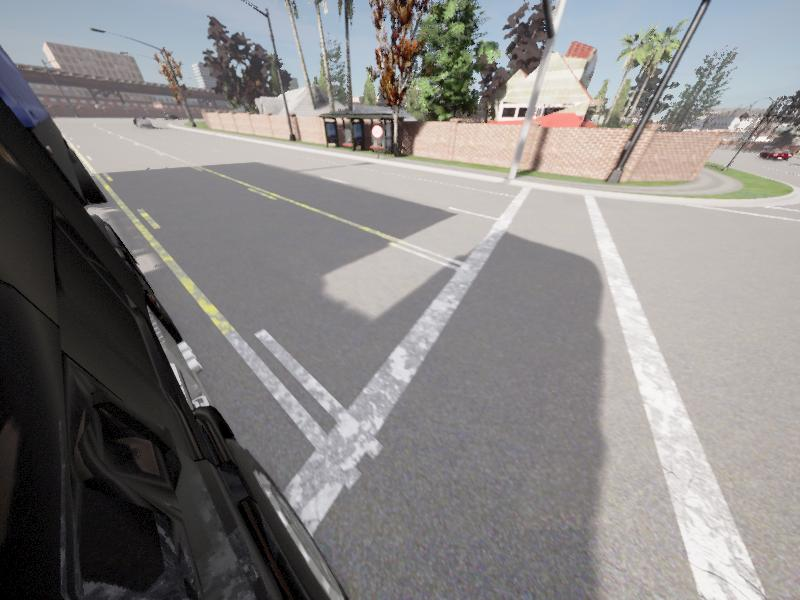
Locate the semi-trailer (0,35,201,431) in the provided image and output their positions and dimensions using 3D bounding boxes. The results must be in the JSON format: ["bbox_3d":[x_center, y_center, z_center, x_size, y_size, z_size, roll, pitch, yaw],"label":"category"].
[{"bbox_3d":[-8.656,-3.644,4.254,14.254,4.402,2.717,29,44,30],"label":"semi-trailer"}]

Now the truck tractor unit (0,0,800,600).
[{"bbox_3d":[-2.645,-0.295,0.351,6.516,4.208,3.053,28,44,30],"label":"truck tractor unit"}]

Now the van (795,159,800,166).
[{"bbox_3d":[46.176,-15.397,24.879,1.775,1.987,4.442,25,42,27],"label":"van"}]

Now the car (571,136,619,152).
[{"bbox_3d":[28.706,-23.081,34.143,5.027,1.636,2.152,26,43,29],"label":"car"}]

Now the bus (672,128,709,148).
[{"bbox_3d":[82.726,-46.313,66.134,3.944,4.253,10.273,26,43,29],"label":"bus"}]

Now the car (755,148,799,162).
[{"bbox_3d":[54.467,-21.108,33.502,1.895,1.301,4.718,27,43,29],"label":"car"}]
